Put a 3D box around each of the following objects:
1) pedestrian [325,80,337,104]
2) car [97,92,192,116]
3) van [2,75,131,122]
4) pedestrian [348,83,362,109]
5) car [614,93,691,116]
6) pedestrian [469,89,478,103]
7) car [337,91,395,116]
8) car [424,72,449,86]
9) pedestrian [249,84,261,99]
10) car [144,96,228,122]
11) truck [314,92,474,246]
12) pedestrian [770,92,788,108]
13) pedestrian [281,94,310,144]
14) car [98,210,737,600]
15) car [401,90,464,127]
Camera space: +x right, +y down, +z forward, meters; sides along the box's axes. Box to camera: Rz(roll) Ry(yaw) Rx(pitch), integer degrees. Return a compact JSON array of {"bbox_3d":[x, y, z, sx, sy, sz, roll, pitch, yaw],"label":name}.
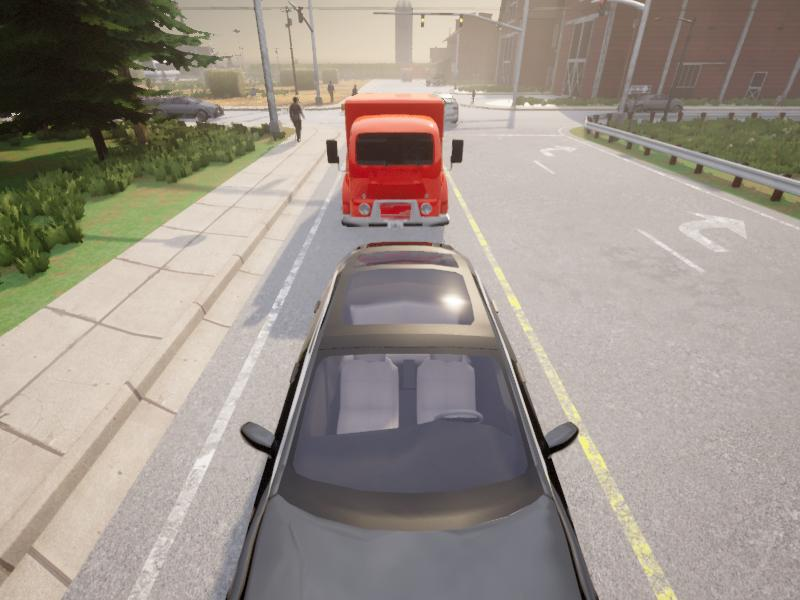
[{"bbox_3d":[-6.053,-18.401,35.356,0.751,1.860,0.751,-10,32,-17],"label":"pedestrian"},{"bbox_3d":[-18.593,-14.387,29.332,5.357,1.411,2.033,0,30,0],"label":"car"},{"bbox_3d":[-21.432,-13.101,25.993,5.915,2.561,1.988,0,30,0],"label":"van"},{"bbox_3d":[-3.642,-16.595,32.573,0.751,1.860,0.751,19,35,30],"label":"pedestrian"},{"bbox_3d":[18.382,-14.347,29.305,4.181,1.385,1.994,0,30,0],"label":"car"},{"bbox_3d":[6.634,-18.381,36.073,0.500,1.100,0.500,-19,35,-29],"label":"pedestrian"},{"bbox_3d":[-2.470,-14.949,30.297,1.994,1.385,4.181,23,37,33],"label":"car"},{"bbox_3d":[6.310,-37.969,68.883,1.905,1.878,3.866,-31,40,-33],"label":"car"},{"bbox_3d":[-14.998,-21.605,41.391,0.751,1.300,0.751,-23,37,-34],"label":"pedestrian"},{"bbox_3d":[-13.947,-12.595,26.289,4.181,1.385,1.994,0,30,0],"label":"car"},{"bbox_3d":[-0.135,-3.415,9.440,2.627,2.467,5.204,-1,30,-1],"label":"truck"},{"bbox_3d":[30.395,-16.014,32.081,0.500,1.100,0.500,-1,30,-1],"label":"pedestrian"},{"bbox_3d":[-4.363,-7.617,16.873,0.751,1.860,0.751,3,30,5],"label":"pedestrian"},{"bbox_3d":[0.059,0.761,3.240,2.128,1.511,4.902,0,30,0],"label":"car"},{"bbox_3d":[1.885,-12.121,25.159,2.242,1.667,4.611,-10,32,-17],"label":"car"}]
